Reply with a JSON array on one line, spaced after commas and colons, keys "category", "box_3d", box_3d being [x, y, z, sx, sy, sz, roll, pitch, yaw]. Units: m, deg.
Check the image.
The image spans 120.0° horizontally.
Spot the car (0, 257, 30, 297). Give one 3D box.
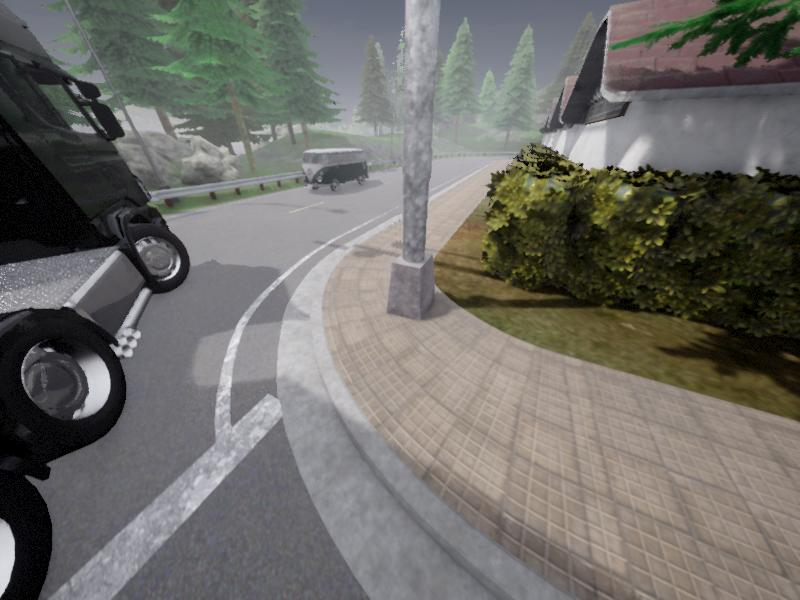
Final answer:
[{"category": "car", "box_3d": [-8.190, 0.664, 1.881, 2.033, 1.411, 5.357, 0, 35, 0]}]

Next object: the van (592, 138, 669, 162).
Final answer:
[{"category": "van", "box_3d": [29.746, -19.650, 30.216, 6.366, 2.431, 2.351, 15, 38, 20]}]

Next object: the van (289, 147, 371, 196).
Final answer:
[{"category": "van", "box_3d": [-3.683, -7.497, 13.205, 1.775, 1.987, 4.442, 15, 38, 21]}]

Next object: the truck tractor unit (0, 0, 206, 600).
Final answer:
[{"category": "truck tractor unit", "box_3d": [-4.433, -0.688, 1.365, 3.053, 4.208, 6.516, -20, 39, -22]}]
